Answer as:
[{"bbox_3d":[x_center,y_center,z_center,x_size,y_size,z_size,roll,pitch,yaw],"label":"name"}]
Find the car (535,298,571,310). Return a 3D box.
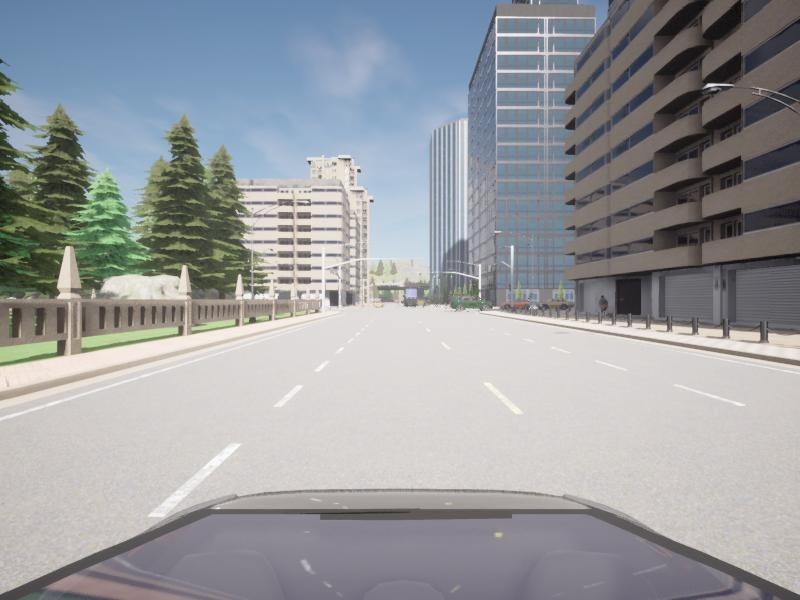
[{"bbox_3d":[22.836,0.597,59.821,4.605,1.855,1.932,0,0,0],"label":"car"}]

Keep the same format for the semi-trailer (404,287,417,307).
[{"bbox_3d":[2.414,-0.618,96.763,2.717,4.402,14.254,0,0,-1],"label":"semi-trailer"}]

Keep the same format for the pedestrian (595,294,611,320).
[{"bbox_3d":[14.834,0.483,29.201,0.751,1.860,0.751,0,0,-9],"label":"pedestrian"}]

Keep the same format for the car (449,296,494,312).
[{"bbox_3d":[9.320,0.513,52.745,5.566,2.045,2.150,0,0,0],"label":"car"}]

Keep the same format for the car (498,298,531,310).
[{"bbox_3d":[18.110,0.639,63.311,4.553,1.767,2.097,0,0,0],"label":"car"}]

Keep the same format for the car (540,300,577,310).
[{"bbox_3d":[25.061,0.781,63.333,4.902,1.511,2.128,0,0,0],"label":"car"}]

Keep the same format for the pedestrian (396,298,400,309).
[{"bbox_3d":[-0.297,0.637,70.317,0.751,1.860,0.751,0,0,0],"label":"pedestrian"}]
